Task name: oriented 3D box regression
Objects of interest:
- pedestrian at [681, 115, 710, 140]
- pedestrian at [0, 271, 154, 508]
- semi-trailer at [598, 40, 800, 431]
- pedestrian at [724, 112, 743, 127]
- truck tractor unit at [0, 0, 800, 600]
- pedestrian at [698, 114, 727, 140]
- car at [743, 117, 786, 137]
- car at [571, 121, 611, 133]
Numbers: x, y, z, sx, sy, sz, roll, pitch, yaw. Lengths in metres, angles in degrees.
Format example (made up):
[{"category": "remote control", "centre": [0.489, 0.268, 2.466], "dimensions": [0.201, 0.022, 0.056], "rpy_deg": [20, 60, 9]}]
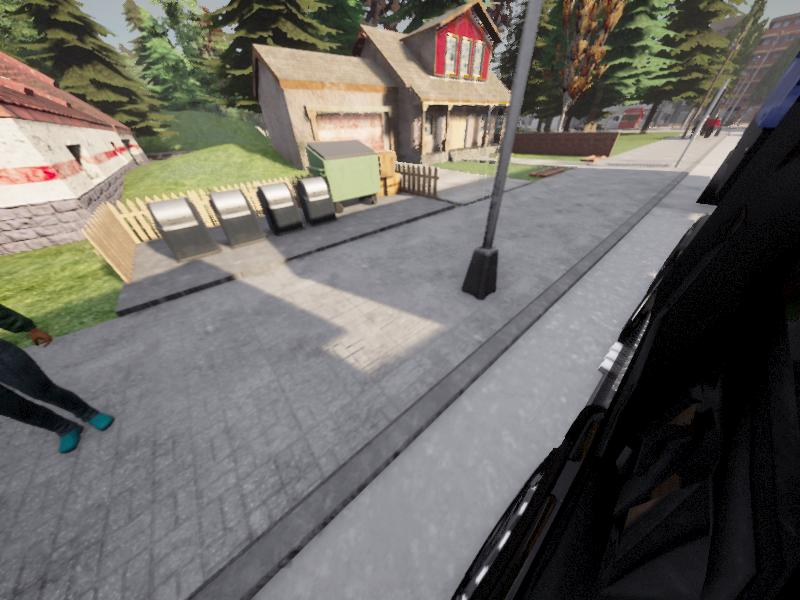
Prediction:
[{"category": "pedestrian", "centre": [27.981, -16.337, 21.879], "dimensions": [0.751, 1.860, 0.751], "rpy_deg": [-18, 40, -20]}, {"category": "pedestrian", "centre": [-2.816, 0.421, 1.502], "dimensions": [0.751, 1.860, 0.751], "rpy_deg": [22, 43, 29]}, {"category": "semi-trailer", "centre": [8.689, -3.616, 4.230], "dimensions": [14.254, 4.402, 2.717], "rpy_deg": [-28, 44, -30]}, {"category": "pedestrian", "centre": [52.399, -28.343, 36.326], "dimensions": [0.751, 1.860, 0.751], "rpy_deg": [-20, 40, -21]}, {"category": "truck tractor unit", "centre": [2.645, -0.295, 0.352], "dimensions": [6.516, 4.208, 3.053], "rpy_deg": [-28, 44, -30]}, {"category": "pedestrian", "centre": [28.553, -15.804, 21.131], "dimensions": [0.751, 1.860, 0.751], "rpy_deg": [27, 46, 34]}, {"category": "car", "centre": [38.110, -18.195, 24.245], "dimensions": [4.193, 1.474, 1.816], "rpy_deg": [-29, 44, -30]}, {"category": "car", "centre": [35.640, -32.424, 43.252], "dimensions": [2.152, 1.651, 5.027], "rpy_deg": [-28, 44, -30]}]
